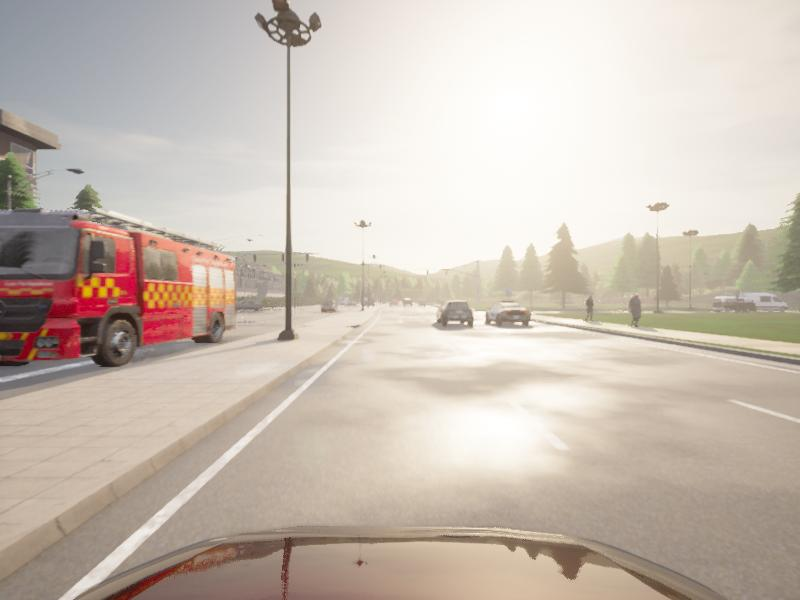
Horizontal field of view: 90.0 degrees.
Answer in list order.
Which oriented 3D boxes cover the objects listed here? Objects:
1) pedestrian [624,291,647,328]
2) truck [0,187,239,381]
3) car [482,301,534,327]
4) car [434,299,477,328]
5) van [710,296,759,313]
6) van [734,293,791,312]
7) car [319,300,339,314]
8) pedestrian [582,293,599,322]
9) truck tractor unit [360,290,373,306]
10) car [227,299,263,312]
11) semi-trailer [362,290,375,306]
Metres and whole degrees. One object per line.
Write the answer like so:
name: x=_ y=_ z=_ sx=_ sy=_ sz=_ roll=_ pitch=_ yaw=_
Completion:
pedestrian: x=12.233 y=0.480 z=20.782 sx=0.751 sy=1.860 sz=0.751 roll=0 pitch=0 yaw=0
truck: x=-8.019 y=-0.317 z=12.107 sx=2.891 sy=3.827 sz=8.468 roll=0 pitch=0 yaw=0
car: x=6.936 y=0.834 z=26.341 sx=2.038 sy=1.542 sz=4.974 roll=0 pitch=0 yaw=-1
car: x=3.468 y=0.786 z=25.786 sx=2.033 sy=1.649 sz=4.856 roll=0 pitch=0 yaw=-1
van: x=42.222 y=0.580 z=50.597 sx=4.480 sy=2.038 sz=2.069 roll=1 pitch=0 yaw=0
van: x=48.859 y=0.317 z=54.032 sx=5.915 sy=2.561 sz=1.988 roll=0 pitch=0 yaw=1
car: x=-8.775 y=0.803 z=49.676 sx=1.851 sy=1.617 sz=3.988 roll=0 pitch=0 yaw=-3
pedestrian: x=12.181 y=0.481 z=25.623 sx=0.751 sy=1.860 sz=0.751 roll=0 pitch=0 yaw=-2
truck tractor unit: x=-9.366 y=-0.482 z=112.610 sx=3.053 sy=4.208 sz=6.516 roll=0 pitch=0 yaw=1
car: x=-21.462 y=0.773 z=55.492 sx=4.611 sy=1.667 sz=2.242 roll=0 pitch=1 yaw=-20
semi-trailer: x=-9.326 y=-0.580 z=120.523 sx=2.717 sy=4.402 sz=14.254 roll=0 pitch=0 yaw=0
